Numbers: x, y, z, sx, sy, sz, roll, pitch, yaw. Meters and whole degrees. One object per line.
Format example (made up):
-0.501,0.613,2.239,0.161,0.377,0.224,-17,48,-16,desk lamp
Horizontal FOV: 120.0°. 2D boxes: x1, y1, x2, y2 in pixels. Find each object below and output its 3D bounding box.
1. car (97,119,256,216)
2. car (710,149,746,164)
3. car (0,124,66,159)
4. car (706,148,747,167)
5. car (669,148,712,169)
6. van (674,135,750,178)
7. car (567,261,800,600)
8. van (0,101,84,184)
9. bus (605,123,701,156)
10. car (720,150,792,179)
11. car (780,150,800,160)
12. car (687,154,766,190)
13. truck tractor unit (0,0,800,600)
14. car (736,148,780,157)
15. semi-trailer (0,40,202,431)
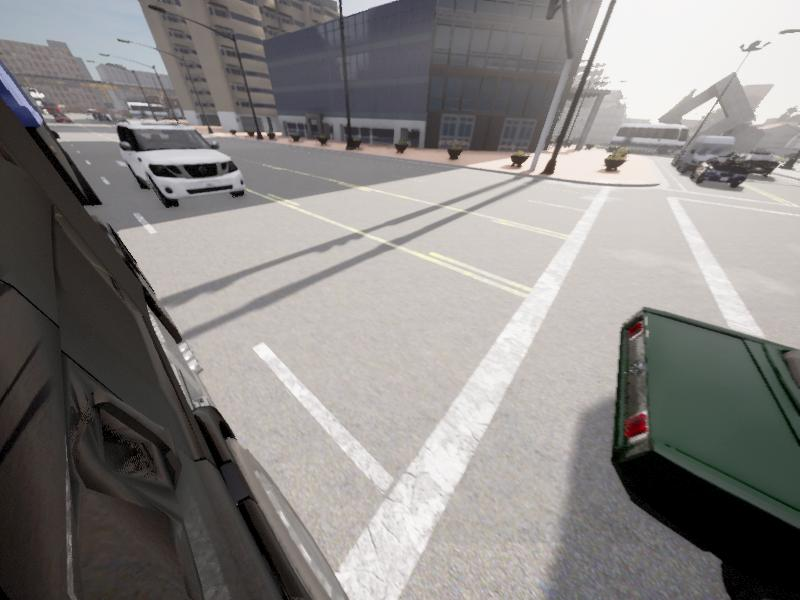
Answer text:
-7.596,-4.728,7.821,5.566,2.045,2.150,28,43,30,car
44.299,-19.429,31.184,4.193,1.474,1.816,-20,43,-27,car
-23.737,-10.199,14.767,4.902,1.511,2.128,27,43,30,car
38.664,-17.041,27.487,5.238,1.638,1.930,-29,48,-35,car
29.496,-14.531,23.609,1.845,1.501,3.633,28,44,29,car
25.263,-11.964,19.076,1.988,2.561,5.915,29,44,30,van
3.696,1.530,0.778,4.718,1.301,1.895,28,43,30,car
-16.555,-6.885,9.903,6.366,2.431,2.351,27,43,30,van
44.902,-29.128,41.747,3.944,4.253,10.273,-17,42,-23,bus
30.272,-11.763,19.910,1.930,1.638,5.238,29,44,30,car
81.977,-29.291,46.929,1.812,1.442,4.674,-5,38,-10,car
20.422,-8.256,14.711,1.816,1.474,4.193,29,44,30,car
-2.645,-0.295,0.351,6.516,4.208,3.053,28,44,30,truck tractor unit
84.610,-35.044,54.757,2.033,1.411,5.357,-6,38,-11,car
-8.727,-3.573,4.216,14.254,4.402,2.717,28,44,30,semi-trailer
